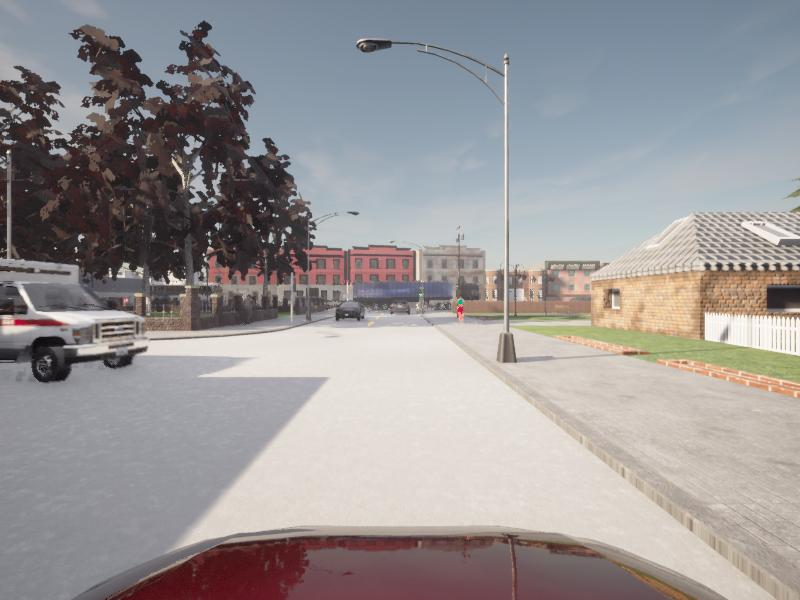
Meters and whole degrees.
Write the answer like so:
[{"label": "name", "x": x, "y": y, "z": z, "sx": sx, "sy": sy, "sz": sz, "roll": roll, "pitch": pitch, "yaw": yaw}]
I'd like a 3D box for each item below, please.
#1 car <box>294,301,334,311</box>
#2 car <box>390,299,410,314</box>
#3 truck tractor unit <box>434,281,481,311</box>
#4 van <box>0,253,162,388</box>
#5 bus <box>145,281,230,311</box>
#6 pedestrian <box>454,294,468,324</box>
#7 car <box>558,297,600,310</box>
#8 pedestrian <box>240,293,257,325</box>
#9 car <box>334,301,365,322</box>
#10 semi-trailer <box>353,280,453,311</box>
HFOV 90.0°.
[{"label": "car", "x": -12.494, "y": 0.895, "z": 58.338, "sx": 5.357, "sy": 1.411, "sz": 2.033, "roll": 0, "pitch": 0, "yaw": 1}, {"label": "car", "x": 0.049, "y": 0.757, "z": 47.074, "sx": 2.242, "sy": 1.667, "sz": 4.611, "roll": 0, "pitch": 0, "yaw": 1}, {"label": "truck tractor unit", "x": 8.317, "y": -0.522, "z": 58.383, "sx": 6.516, "sy": 4.208, "sz": 3.053, "roll": 0, "pitch": 0, "yaw": 0}, {"label": "van", "x": -8.980, "y": 0.378, "z": 8.757, "sx": 6.366, "sy": 2.431, "sz": 2.351, "roll": 0, "pitch": 0, "yaw": 7}, {"label": "bus", "x": -30.904, "y": -0.534, "z": 58.495, "sx": 10.273, "sy": 4.253, "sz": 3.944, "roll": 0, "pitch": 0, "yaw": 0}, {"label": "pedestrian", "x": 3.777, "y": 0.533, "z": 24.821, "sx": 0.751, "sy": 1.860, "sz": 0.751, "roll": 0, "pitch": 0, "yaw": 1}, {"label": "car", "x": 27.832, "y": 0.568, "z": 62.390, "sx": 5.566, "sy": 2.045, "sz": 2.150, "roll": 0, "pitch": 0, "yaw": 0}, {"label": "pedestrian", "x": -8.957, "y": 0.534, "z": 23.689, "sx": 0.751, "sy": 1.860, "sz": 0.751, "roll": 0, "pitch": 0, "yaw": -1}, {"label": "car", "x": -3.932, "y": 0.823, "z": 32.016, "sx": 1.882, "sy": 1.535, "sz": 5.008, "roll": 0, "pitch": 0, "yaw": 0}, {"label": "semi-trailer", "x": 0.400, "y": -0.619, "z": 58.380, "sx": 14.254, "sy": 4.402, "sz": 2.717, "roll": 0, "pitch": 0, "yaw": 0}]
